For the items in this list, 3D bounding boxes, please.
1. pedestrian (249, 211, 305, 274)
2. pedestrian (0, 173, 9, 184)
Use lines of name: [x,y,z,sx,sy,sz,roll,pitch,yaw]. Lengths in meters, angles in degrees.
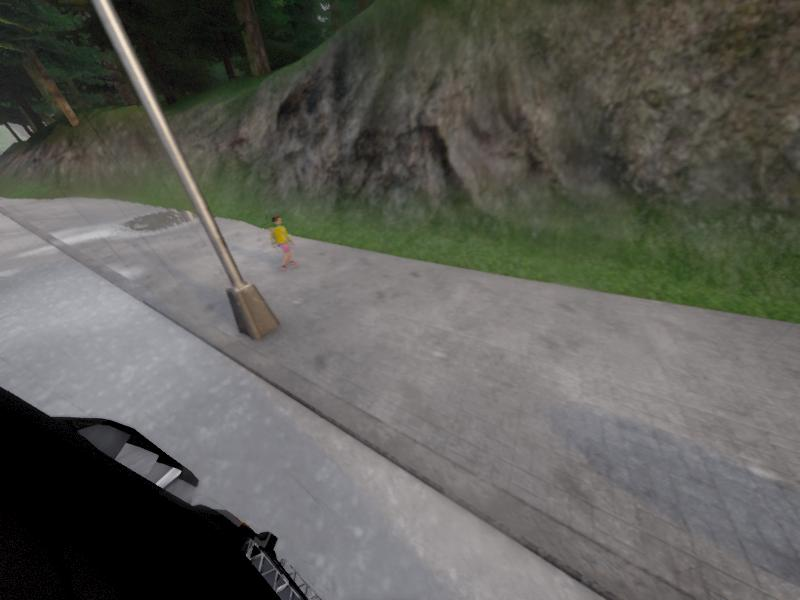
pedestrian: [-2.417,-1.151,4.633,0.500,1.100,0.500,9,35,16]
pedestrian: [-50.390,-15.592,28.802,0.751,1.860,0.751,21,40,31]
